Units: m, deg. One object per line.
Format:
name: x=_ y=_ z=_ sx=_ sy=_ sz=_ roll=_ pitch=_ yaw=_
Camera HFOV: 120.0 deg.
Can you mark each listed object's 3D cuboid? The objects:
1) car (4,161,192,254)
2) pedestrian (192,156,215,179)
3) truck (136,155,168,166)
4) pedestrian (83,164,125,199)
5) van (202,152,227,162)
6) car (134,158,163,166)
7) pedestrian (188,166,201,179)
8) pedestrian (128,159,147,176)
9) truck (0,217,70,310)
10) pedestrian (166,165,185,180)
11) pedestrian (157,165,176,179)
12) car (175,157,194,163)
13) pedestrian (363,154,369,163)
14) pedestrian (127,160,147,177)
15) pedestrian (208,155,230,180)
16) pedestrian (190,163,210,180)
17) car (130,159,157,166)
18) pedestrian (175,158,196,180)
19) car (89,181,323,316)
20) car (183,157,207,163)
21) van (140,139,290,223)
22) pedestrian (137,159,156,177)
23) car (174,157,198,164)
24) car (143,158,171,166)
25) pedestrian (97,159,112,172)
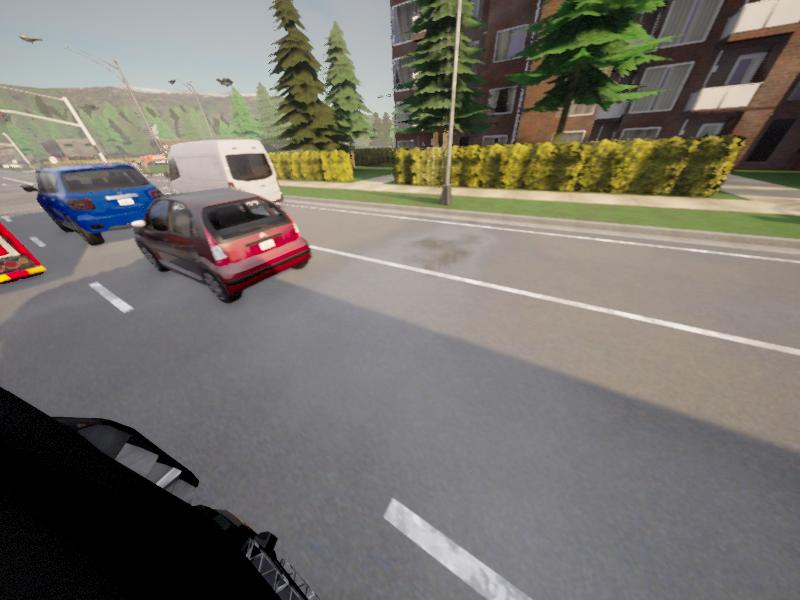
car: x=-10.046 y=-3.362 z=7.730 sx=5.566 sy=2.045 sz=2.150 roll=16 pitch=38 yaw=26
pedestrian: x=-18.442 y=-12.451 z=21.714 sx=0.751 sy=1.860 sz=0.751 roll=19 pitch=39 yaw=29
truck: x=-71.736 y=-40.537 z=66.959 sx=2.627 sy=2.467 sz=5.204 roll=16 pitch=38 yaw=26
pedestrian: x=-18.659 y=-7.508 z=14.615 sx=0.751 sy=1.860 sz=0.751 roll=16 pitch=38 yaw=25
van: x=-63.298 y=-48.900 z=78.803 sx=1.988 sy=2.561 sz=5.915 roll=16 pitch=38 yaw=26
car: x=-74.744 y=-41.079 z=68.715 sx=1.930 sy=1.638 sz=5.238 roll=16 pitch=38 yaw=26
pedestrian: x=-21.884 y=-13.578 z=24.591 sx=0.500 sy=1.100 sz=0.500 roll=17 pitch=38 yaw=27
pedestrian: x=-33.564 y=-17.005 z=29.592 sx=0.751 sy=1.860 sz=0.751 roll=21 pitch=40 yaw=31
truck: x=-11.148 y=-2.167 z=4.419 sx=8.468 sy=3.827 sz=2.891 roll=16 pitch=38 yaw=26
pedestrian: x=-23.444 y=-13.355 z=24.172 sx=0.751 sy=1.300 sz=0.751 roll=14 pitch=37 yaw=23
pedestrian: x=-25.416 y=-13.926 z=25.153 sx=0.751 sy=1.300 sz=0.751 roll=17 pitch=38 yaw=26
car: x=-70.211 y=-45.435 z=75.151 sx=1.970 sy=1.475 sz=3.806 roll=16 pitch=38 yaw=26
pedestrian: x=-5.131 y=-21.549 z=35.117 sx=0.500 sy=1.100 sz=0.500 roll=17 pitch=38 yaw=27
pedestrian: x=-33.191 y=-16.587 z=29.141 sx=0.751 sy=1.860 sz=0.751 roll=19 pitch=39 yaw=29
pedestrian: x=-16.089 y=-11.791 z=20.573 sx=0.751 sy=1.860 sz=0.751 roll=-16 pitch=36 yaw=-19
pedestrian: x=-18.368 y=-11.783 z=21.215 sx=0.751 sy=1.300 sz=0.751 roll=22 pitch=41 yaw=32
car: x=-77.797 y=-41.892 z=70.224 sx=1.882 sy=1.535 sz=5.008 roll=16 pitch=38 yaw=26
pedestrian: x=-22.027 y=-13.471 z=23.748 sx=0.751 sy=1.860 sz=0.751 roll=17 pitch=38 yaw=26
car: x=-3.873 y=-1.377 z=4.752 sx=3.988 sy=1.617 sz=1.851 roll=16 pitch=38 yaw=26
car: x=-64.087 y=-43.760 z=72.198 sx=2.128 sy=1.511 sz=4.902 roll=16 pitch=38 yaw=26
van: x=-7.851 y=-5.178 z=9.856 sx=5.915 sy=2.561 sz=1.988 roll=16 pitch=38 yaw=26
pedestrian: x=-32.404 y=-16.895 z=29.548 sx=0.751 sy=1.860 sz=0.751 roll=17 pitch=38 yaw=26
car: x=-67.601 y=-44.228 z=72.997 sx=2.038 sy=1.542 sz=4.974 roll=16 pitch=38 yaw=26
car: x=-68.780 y=-39.203 z=65.565 sx=2.038 sy=1.542 sz=4.974 roll=16 pitch=38 yaw=26
pedestrian: x=-50.480 y=-22.945 z=39.505 sx=0.751 sy=1.860 sz=0.751 roll=19 pitch=39 yaw=29
